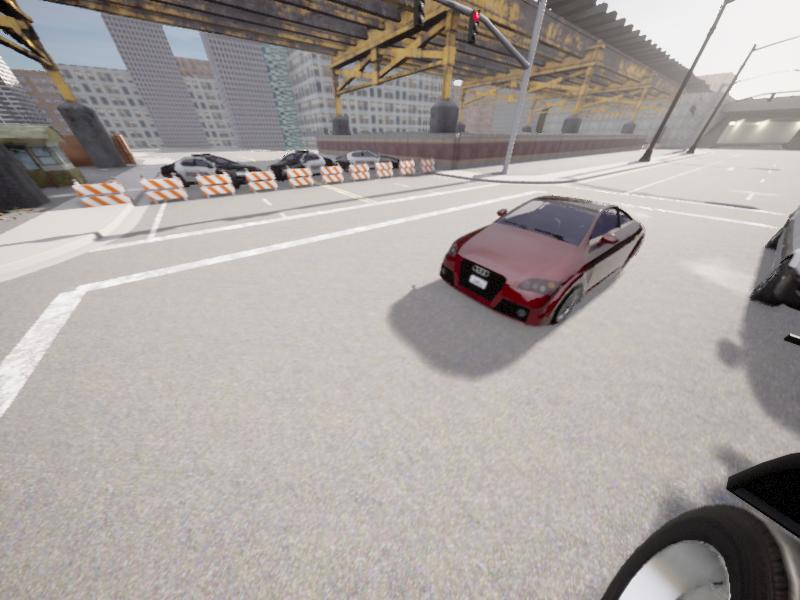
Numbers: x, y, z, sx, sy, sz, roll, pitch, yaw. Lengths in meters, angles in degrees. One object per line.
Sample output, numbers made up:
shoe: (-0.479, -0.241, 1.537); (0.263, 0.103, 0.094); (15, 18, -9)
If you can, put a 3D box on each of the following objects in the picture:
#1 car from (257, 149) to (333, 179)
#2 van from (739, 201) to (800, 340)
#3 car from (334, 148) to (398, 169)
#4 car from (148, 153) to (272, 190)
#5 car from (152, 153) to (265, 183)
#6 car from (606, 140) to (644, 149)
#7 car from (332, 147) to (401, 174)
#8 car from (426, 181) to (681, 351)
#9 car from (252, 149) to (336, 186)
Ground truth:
car: (-6.394, -8.819, 14.791); (1.853, 1.218, 4.536); (10, 37, 15)
van: (8.061, -1.281, 3.452); (5.915, 2.561, 1.988); (-22, 41, -28)
car: (-2.548, -10.968, 17.803); (4.536, 1.218, 1.853); (-4, 35, -5)
car: (-10.157, -7.101, 12.662); (4.974, 1.542, 2.038); (4, 36, 7)
car: (-10.209, -7.233, 12.577); (4.536, 1.218, 1.853); (4, 36, 7)
car: (45.099, -31.230, 46.382); (4.974, 1.542, 2.038); (4, 36, 7)
car: (-2.495, -10.843, 17.899); (4.974, 1.542, 2.038); (-4, 35, -5)
car: (2.771, -1.084, 4.229); (4.181, 1.385, 1.994); (-22, 41, -28)
car: (-6.410, -8.662, 14.842); (2.038, 1.542, 4.974); (10, 37, 15)
